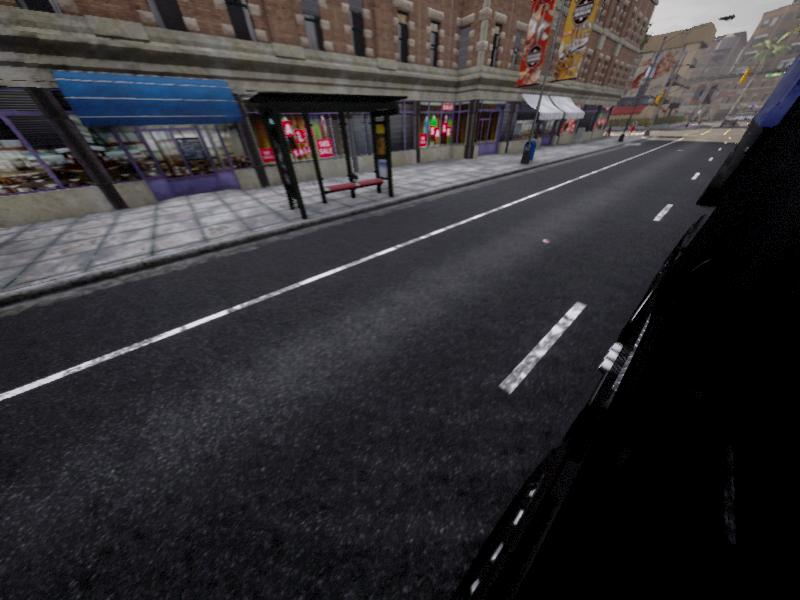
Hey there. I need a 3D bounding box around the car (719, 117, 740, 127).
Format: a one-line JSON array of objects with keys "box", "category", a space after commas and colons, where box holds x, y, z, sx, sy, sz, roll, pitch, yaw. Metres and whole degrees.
[{"box": [66.325, -35.785, 46.434, 4.674, 1.442, 1.812, -28, 44, -30], "category": "car"}]

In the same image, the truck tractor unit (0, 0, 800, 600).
[{"box": [2.645, -0.295, 0.351, 6.516, 4.208, 3.053, -28, 44, -30], "category": "truck tractor unit"}]

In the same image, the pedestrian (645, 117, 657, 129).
[{"box": [50.442, -35.508, 46.381, 0.751, 1.860, 0.751, 16, 40, 23], "category": "pedestrian"}]

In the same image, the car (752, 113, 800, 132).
[{"box": [48.530, -22.112, 28.804, 1.932, 1.855, 4.605, -1, 36, 1], "category": "car"}]

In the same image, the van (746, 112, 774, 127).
[{"box": [68.101, -34.237, 43.750, 4.480, 2.038, 2.069, -28, 44, -30], "category": "van"}]

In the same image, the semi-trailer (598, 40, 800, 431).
[{"box": [8.704, -3.587, 4.243, 14.254, 4.402, 2.717, -28, 44, -30], "category": "semi-trailer"}]
